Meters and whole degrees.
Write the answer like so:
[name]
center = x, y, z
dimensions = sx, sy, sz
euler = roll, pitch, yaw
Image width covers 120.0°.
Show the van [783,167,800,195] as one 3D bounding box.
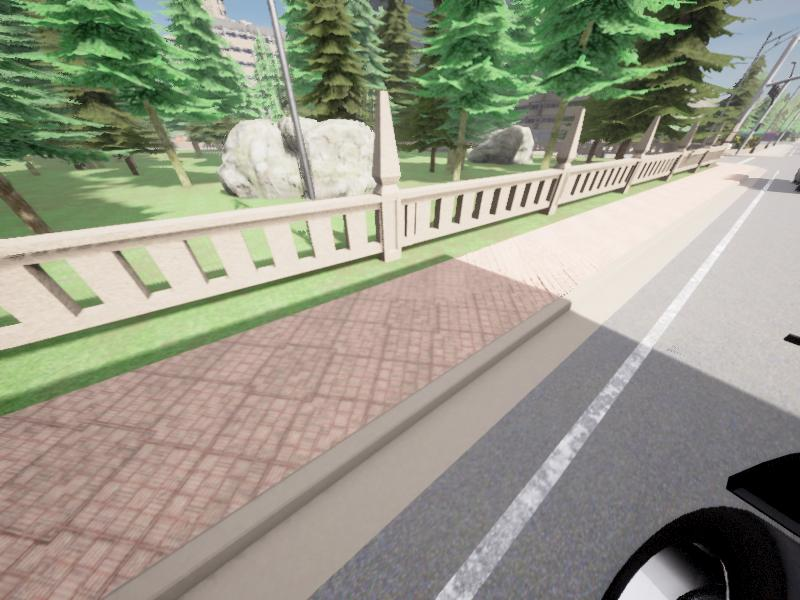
[van]
center = 21.485, -6.580, 10.981
dimensions = 6.366, 2.431, 2.351
euler = -22, 41, -28
